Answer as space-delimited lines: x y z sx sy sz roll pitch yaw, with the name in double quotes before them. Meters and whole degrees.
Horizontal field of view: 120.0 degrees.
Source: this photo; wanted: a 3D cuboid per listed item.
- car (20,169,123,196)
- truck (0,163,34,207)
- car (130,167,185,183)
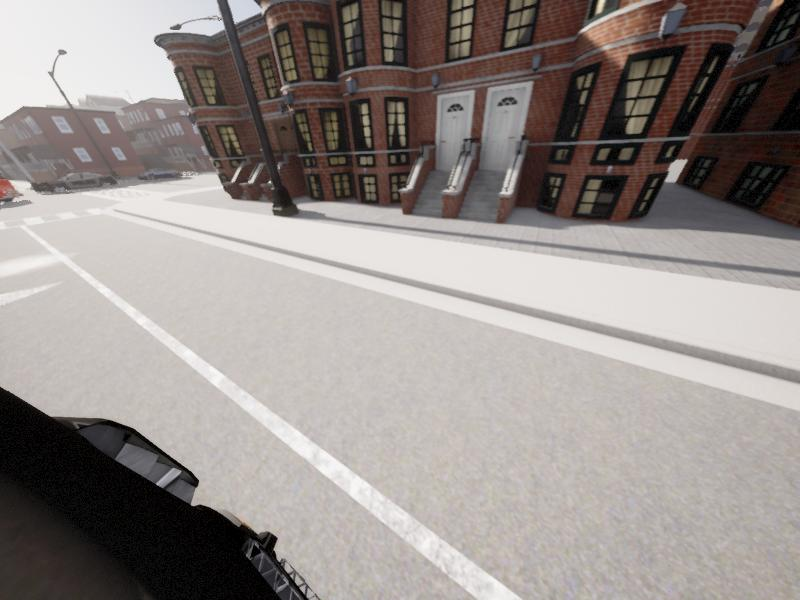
"car" -30.762 -11.261 21.937 1.930 1.638 5.238 13 37 23
"truck" -29.924 -7.331 15.167 5.204 2.467 2.627 -21 38 -25
"car" -30.254 -15.778 28.988 1.994 1.385 4.181 16 38 26
